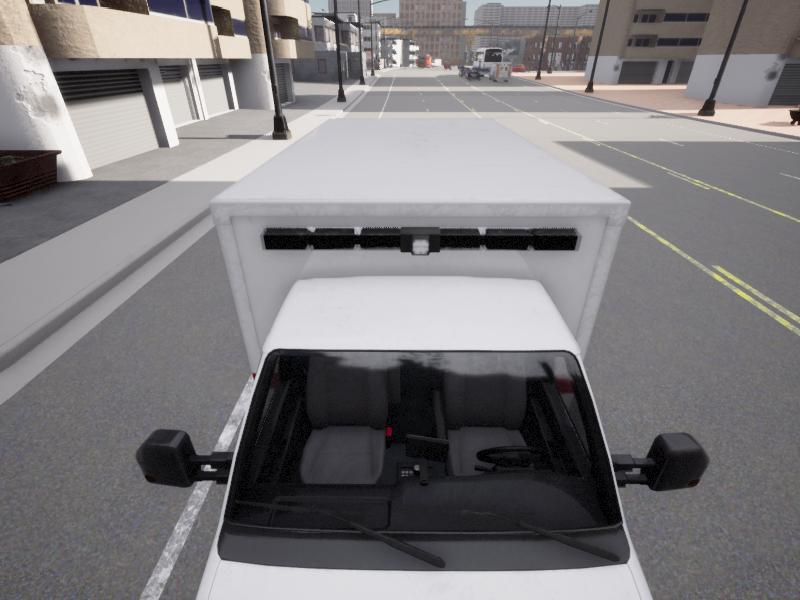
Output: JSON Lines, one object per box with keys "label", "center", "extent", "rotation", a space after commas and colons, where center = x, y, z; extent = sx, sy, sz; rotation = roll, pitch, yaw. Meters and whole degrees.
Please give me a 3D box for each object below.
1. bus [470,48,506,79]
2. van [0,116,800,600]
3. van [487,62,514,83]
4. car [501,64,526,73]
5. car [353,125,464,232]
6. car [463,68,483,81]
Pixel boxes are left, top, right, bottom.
{"label": "bus", "center": [14.687, -40.328, 67.953], "extent": [3.944, 4.253, 10.273], "rotation": [0, 32, 0]}
{"label": "van", "center": [0.112, 0.013, 3.605], "extent": [2.351, 2.431, 6.366], "rotation": [0, 30, 1]}
{"label": "van", "center": [14.711, -33.726, 59.160], "extent": [2.351, 2.431, 6.366], "rotation": [0, 32, 0]}
{"label": "car", "center": [24.295, -49.576, 85.666], "extent": [4.611, 1.667, 2.242], "rotation": [1, 31, 2]}
{"label": "car", "center": [0.185, -3.330, 10.225], "extent": [2.128, 1.511, 4.902], "rotation": [0, 30, 0]}
{"label": "car", "center": [11.236, -34.914, 61.973], "extent": [2.128, 1.511, 4.902], "rotation": [0, 32, 0]}
